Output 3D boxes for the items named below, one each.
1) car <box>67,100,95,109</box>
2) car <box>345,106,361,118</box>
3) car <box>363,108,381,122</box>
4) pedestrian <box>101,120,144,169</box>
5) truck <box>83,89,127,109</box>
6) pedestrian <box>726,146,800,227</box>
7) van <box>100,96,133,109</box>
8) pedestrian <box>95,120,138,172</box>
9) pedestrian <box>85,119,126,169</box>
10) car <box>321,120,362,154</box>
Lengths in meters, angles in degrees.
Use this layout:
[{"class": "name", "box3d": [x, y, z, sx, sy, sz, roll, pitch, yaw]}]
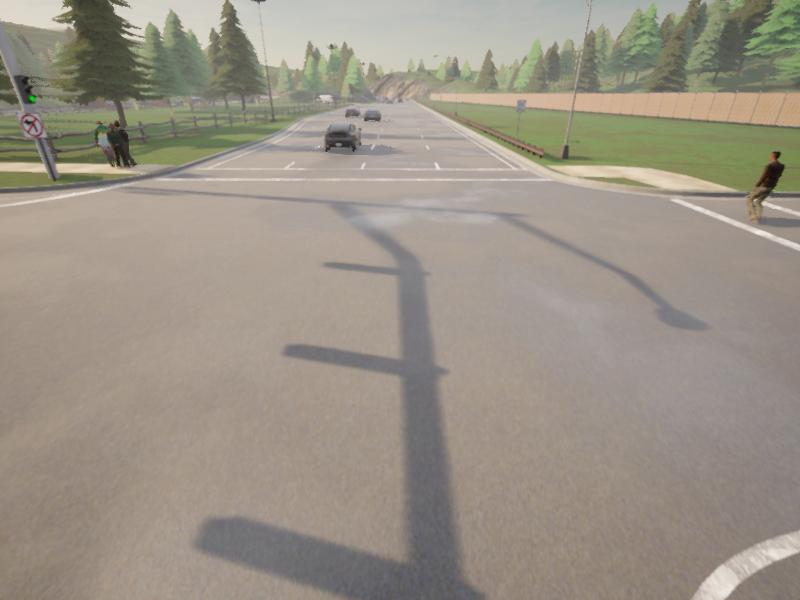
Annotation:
[{"class": "car", "box3d": [-67.960, -41.755, 85.410, 2.097, 1.767, 4.553, 0, 27, 0]}, {"class": "car", "box3d": [-6.954, -27.852, 59.090, 1.812, 1.442, 4.674, 0, 27, 0]}, {"class": "car", "box3d": [-3.461, -23.565, 50.864, 1.994, 1.385, 4.181, 0, 27, 0]}, {"class": "pedestrian", "box3d": [-11.714, -6.593, 16.943, 0.751, 1.860, 0.751, 7, 28, 13]}, {"class": "truck", "box3d": [-64.451, -44.120, 87.787, 2.891, 3.827, 8.468, 0, 27, 0]}, {"class": "pedestrian", "box3d": [9.309, -2.897, 10.202, 0.751, 1.860, 0.751, -3, 27, -6]}, {"class": "van", "box3d": [-60.957, -42.542, 86.263, 2.351, 2.431, 6.366, 0, 27, 0]}, {"class": "pedestrian", "box3d": [-11.602, -6.313, 16.400, 0.751, 1.860, 0.751, 17, 32, 30]}, {"class": "pedestrian", "box3d": [-12.504, -6.628, 17.007, 0.751, 1.860, 0.751, 22, 35, 36]}, {"class": "car", "box3d": [-3.481, -10.160, 24.700, 1.837, 1.490, 4.892, 0, 28, 0]}]
